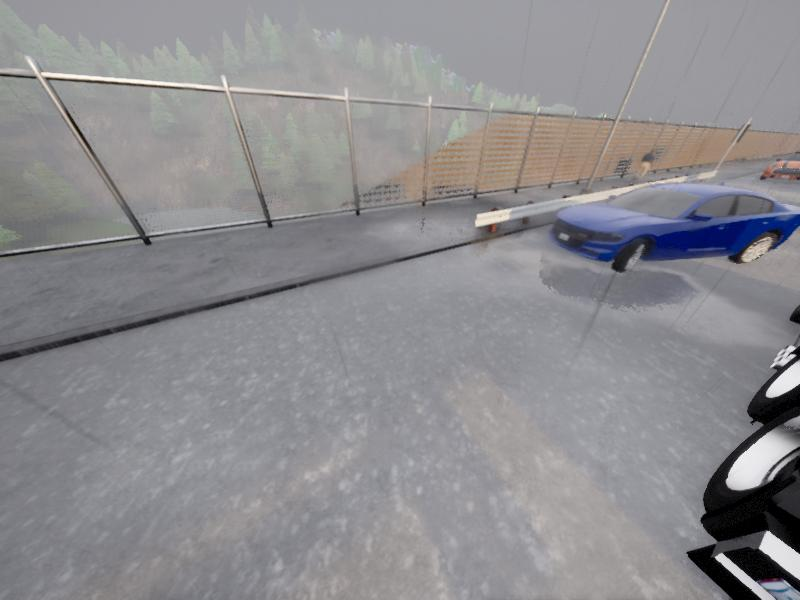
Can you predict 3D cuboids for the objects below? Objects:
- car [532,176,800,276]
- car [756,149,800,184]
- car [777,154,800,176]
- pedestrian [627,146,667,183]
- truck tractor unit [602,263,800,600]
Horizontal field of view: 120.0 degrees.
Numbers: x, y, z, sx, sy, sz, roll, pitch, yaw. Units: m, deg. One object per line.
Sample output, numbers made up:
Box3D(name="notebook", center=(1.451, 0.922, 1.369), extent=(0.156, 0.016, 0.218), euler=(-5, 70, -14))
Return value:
Box3D(name="car", center=(6.173, -1.850, 5.341), extent=(5.008, 1.535, 1.882), euler=(-5, 34, -7))
Box3D(name="car", center=(27.331, -9.205, 15.793), extent=(4.553, 1.767, 2.097), euler=(-18, 39, -24))
Box3D(name="car", center=(33.667, -11.127, 18.961), extent=(4.181, 1.385, 1.994), euler=(-18, 39, -25))
Box3D(name="pedestrian", center=(14.875, -8.189, 13.980), extent=(0.751, 1.860, 0.751), euler=(-17, 39, -23))
Box3D(name="truck tractor unit", center=(5.114, -0.295, 0.794), extent=(6.516, 4.208, 3.053), euler=(-18, 39, -24))
